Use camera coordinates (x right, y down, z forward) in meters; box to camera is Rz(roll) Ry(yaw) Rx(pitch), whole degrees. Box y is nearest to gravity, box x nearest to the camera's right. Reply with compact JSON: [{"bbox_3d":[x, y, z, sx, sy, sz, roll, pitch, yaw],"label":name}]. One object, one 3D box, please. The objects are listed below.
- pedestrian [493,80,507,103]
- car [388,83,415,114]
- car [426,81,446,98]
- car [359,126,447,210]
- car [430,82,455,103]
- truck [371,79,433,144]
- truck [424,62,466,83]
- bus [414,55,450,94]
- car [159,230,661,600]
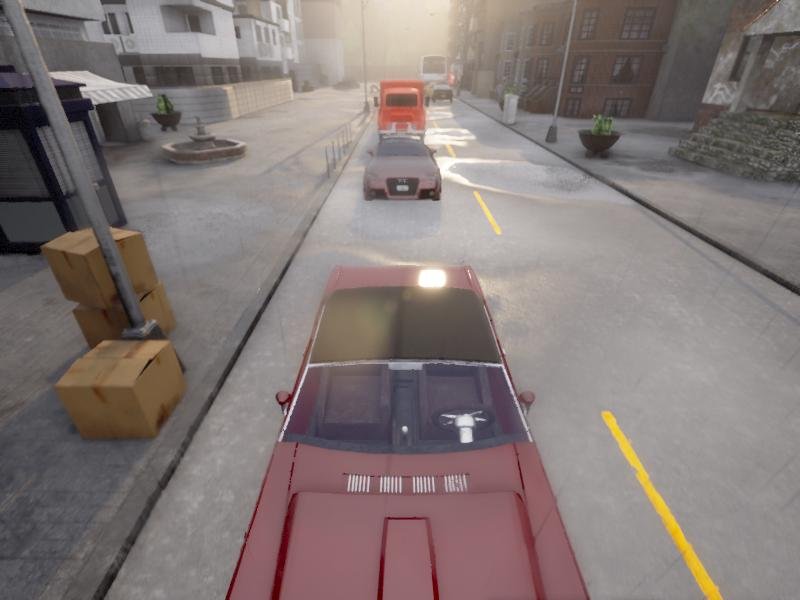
[{"bbox_3d":[9.052,-18.949,36.356,0.751,1.860,0.751,-8,31,-14],"label":"pedestrian"},{"bbox_3d":[0.102,-15.452,30.592,1.905,1.878,3.866,0,30,0],"label":"car"},{"bbox_3d":[4.140,-24.435,46.322,1.882,1.535,5.008,0,30,0],"label":"car"},{"bbox_3d":[0.049,-3.859,11.263,1.994,1.385,4.181,0,30,0],"label":"car"},{"bbox_3d":[4.125,-20.755,39.919,1.930,1.638,5.238,0,30,0],"label":"car"},{"bbox_3d":[0.076,-9.462,19.767,2.627,2.467,5.204,0,30,0],"label":"truck"},{"bbox_3d":[9.361,-48.355,84.996,8.468,3.827,2.891,0,30,0],"label":"truck"},{"bbox_3d":[4.040,-30.283,53.643,3.944,4.253,10.273,0,30,0],"label":"bus"},{"bbox_3d":[0.037,0.881,3.237,1.895,1.301,4.718,0,30,0],"label":"car"}]
